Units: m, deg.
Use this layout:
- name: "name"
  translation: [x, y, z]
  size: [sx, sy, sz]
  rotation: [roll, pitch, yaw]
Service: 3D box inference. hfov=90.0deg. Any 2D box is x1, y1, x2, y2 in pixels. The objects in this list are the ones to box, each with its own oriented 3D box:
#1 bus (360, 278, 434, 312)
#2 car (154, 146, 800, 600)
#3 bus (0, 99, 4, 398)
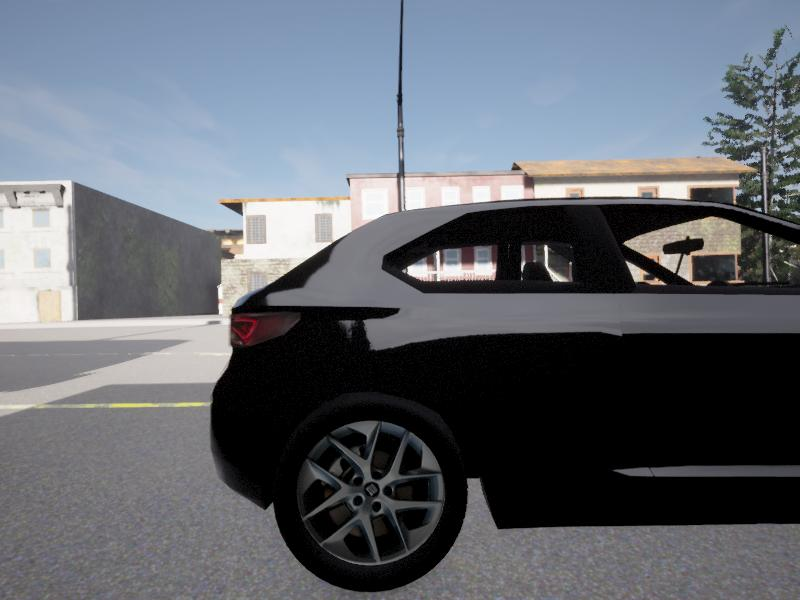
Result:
- name: "bus"
  translation: [-0.603, -0.527, 54.480]
  size: [3.944, 4.253, 10.273]
  rotation: [-2, 0, -44]
- name: "car"
  translation: [1.305, 0.254, 2.205]
  size: [4.193, 1.474, 1.816]
  rotation: [0, 0, -1]
- name: "bus"
  translation: [-9.258, -1.054, 2.095]
  size: [10.273, 4.253, 3.944]
  rotation: [-1, 0, -1]
